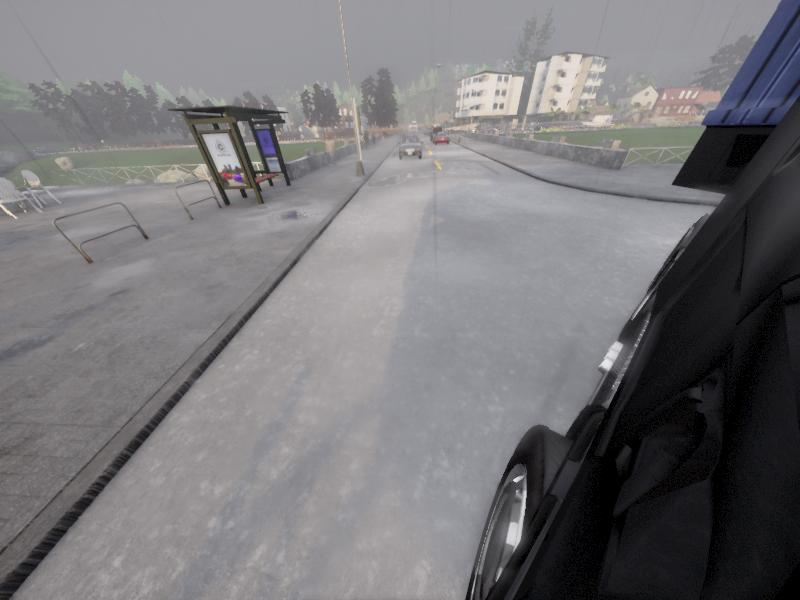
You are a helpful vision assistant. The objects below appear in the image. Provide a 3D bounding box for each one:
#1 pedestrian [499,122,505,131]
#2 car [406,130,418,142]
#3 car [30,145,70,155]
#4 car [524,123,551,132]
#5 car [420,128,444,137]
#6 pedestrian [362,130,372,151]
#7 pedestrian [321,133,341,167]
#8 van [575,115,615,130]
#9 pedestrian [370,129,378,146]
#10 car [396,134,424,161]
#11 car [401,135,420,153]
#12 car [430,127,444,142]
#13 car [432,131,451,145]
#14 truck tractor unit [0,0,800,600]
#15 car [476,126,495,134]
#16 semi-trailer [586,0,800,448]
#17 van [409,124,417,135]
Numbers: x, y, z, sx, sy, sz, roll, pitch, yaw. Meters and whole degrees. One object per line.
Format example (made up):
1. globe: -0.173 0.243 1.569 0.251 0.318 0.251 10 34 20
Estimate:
1. pedestrian: 26.488 -45.037 59.920 0.751 1.860 0.751 0 37 3
2. car: 2.144 -28.932 40.726 1.837 1.490 4.892 0 37 4
3. car: -83.543 -35.954 55.229 2.033 1.649 4.856 0 37 4
4. car: 32.660 -41.077 54.982 4.892 1.490 1.837 -1 37 4
5. car: 7.736 -40.242 55.498 5.357 1.411 2.033 -15 38 -16
6. pedestrian: -3.752 -17.972 26.002 0.751 1.860 0.751 1 37 5
7. pedestrian: -4.673 -10.282 15.835 0.751 1.860 0.751 0 37 3
8. van: 45.361 -41.442 53.909 6.366 2.431 2.351 0 37 4
9. pedestrian: -3.628 -22.761 32.360 0.751 1.860 0.751 0 37 3
10. car: 0.929 -13.022 19.636 2.128 1.511 4.902 1 37 4
11. car: 1.183 -17.116 25.242 1.895 1.301 4.718 0 37 4
12. car: 5.948 -26.831 37.367 1.905 1.878 3.866 0 37 4
13. car: 5.620 -22.323 31.829 1.994 1.385 4.181 -1 37 2
14. truck tractor unit: 2.645 -0.295 0.351 6.516 4.208 3.053 -28 44 -30
15. car: 20.490 -41.077 55.753 3.806 1.475 1.970 0 37 4
16. semi-trailer: 9.990 -2.017 2.022 14.254 4.402 2.717 -8 37 -7
17. van: 4.156 -53.897 73.014 2.351 2.431 6.366 0 37 4
